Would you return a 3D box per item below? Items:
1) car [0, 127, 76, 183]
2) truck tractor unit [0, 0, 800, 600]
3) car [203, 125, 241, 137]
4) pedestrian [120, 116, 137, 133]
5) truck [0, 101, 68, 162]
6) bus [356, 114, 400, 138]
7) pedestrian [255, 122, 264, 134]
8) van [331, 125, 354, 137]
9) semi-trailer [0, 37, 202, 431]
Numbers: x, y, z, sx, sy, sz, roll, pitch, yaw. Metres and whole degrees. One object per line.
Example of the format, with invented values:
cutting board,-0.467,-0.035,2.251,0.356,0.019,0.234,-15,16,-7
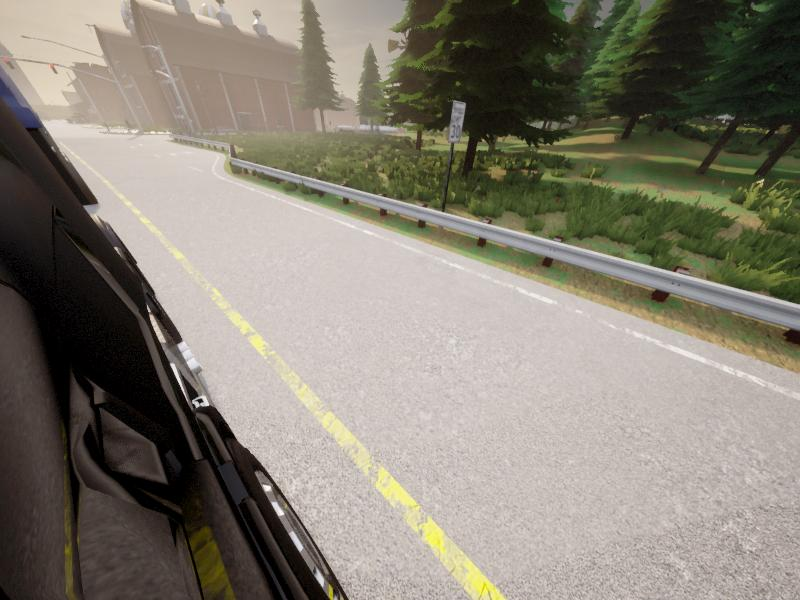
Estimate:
car,-16.060,-6.229,9.719,4.902,1.511,2.128,27,43,29
truck tractor unit,-2.645,-0.295,0.351,6.516,4.208,3.053,28,44,30
car,-27.762,-26.431,36.145,1.994,1.385,4.181,27,43,29
pedestrian,-37.245,-24.071,31.673,0.751,1.860,0.751,-25,45,-32
truck,-21.926,-9.536,12.951,5.204,2.467,2.627,27,43,28
bus,-4.828,-40.443,53.906,3.944,4.253,10.273,28,43,29
pedestrian,-25.999,-31.821,42.755,0.751,1.860,0.751,29,44,31
van,-12.556,-37.356,51.145,2.069,2.038,4.480,28,43,29
semi-trailer,-8.746,-3.573,4.180,14.254,4.402,2.717,28,43,29
